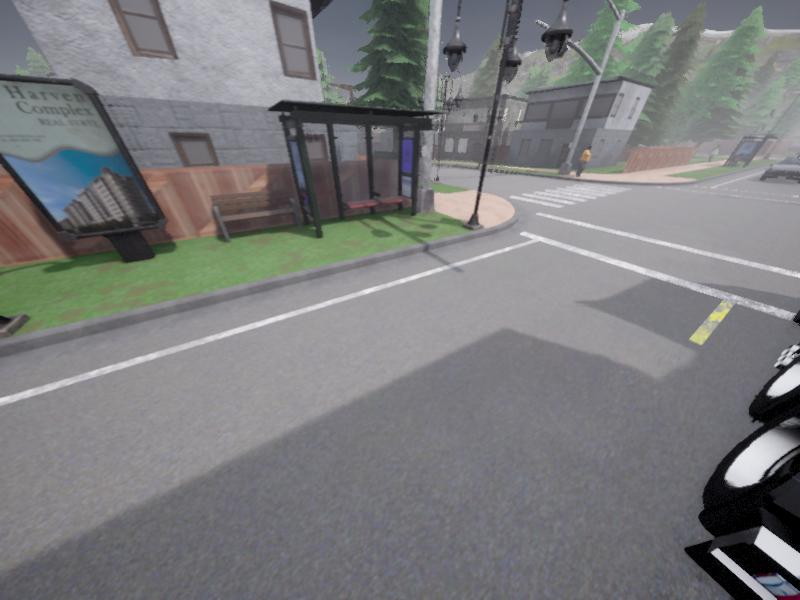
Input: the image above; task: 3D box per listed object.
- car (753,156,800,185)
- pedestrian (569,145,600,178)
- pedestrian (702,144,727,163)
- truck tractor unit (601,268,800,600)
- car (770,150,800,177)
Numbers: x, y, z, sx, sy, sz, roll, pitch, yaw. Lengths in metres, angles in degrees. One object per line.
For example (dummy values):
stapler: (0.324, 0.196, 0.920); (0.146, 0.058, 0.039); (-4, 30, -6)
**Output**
car: (27.393, -9.116, 16.100); (5.357, 1.411, 2.033); (-19, 39, -25)
pedestrian: (12.158, -9.150, 15.273); (0.751, 1.860, 0.751); (-14, 37, -20)
pedestrian: (36.168, -16.867, 26.589); (0.751, 1.860, 0.751); (-14, 37, -19)
truck tractor unit: (5.117, -0.295, 0.769); (6.516, 4.208, 3.053); (-18, 39, -24)
car: (33.615, -11.334, 19.137); (5.027, 1.651, 2.152); (-19, 39, -25)
